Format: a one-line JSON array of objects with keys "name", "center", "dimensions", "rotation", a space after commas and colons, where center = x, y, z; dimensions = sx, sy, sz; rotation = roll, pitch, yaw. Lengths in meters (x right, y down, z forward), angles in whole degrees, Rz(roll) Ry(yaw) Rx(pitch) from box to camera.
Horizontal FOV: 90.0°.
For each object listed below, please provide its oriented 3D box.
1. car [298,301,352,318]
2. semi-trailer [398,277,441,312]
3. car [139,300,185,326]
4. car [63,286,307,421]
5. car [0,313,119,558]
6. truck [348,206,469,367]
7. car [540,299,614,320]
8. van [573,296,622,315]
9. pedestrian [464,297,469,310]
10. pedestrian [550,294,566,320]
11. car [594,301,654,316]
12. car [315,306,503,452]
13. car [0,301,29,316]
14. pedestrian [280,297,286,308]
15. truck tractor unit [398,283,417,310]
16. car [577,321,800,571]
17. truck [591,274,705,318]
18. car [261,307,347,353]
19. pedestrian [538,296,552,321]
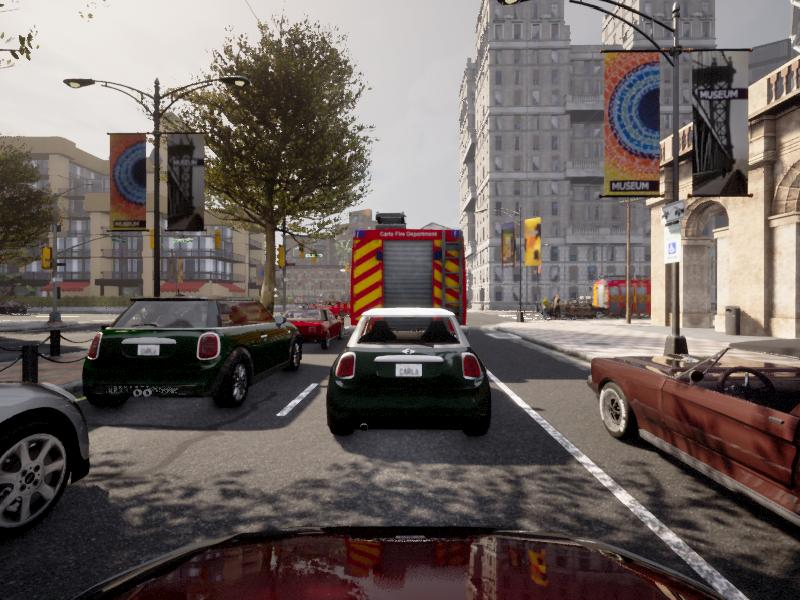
[{"name": "car", "center": [-6.857, 0.828, 36.599], "dimensions": [4.514, 1.525, 2.007], "rotation": [0, 0, -28]}, {"name": "semi-trailer", "center": [2.403, -0.618, 57.545], "dimensions": [2.717, 4.402, 14.254], "rotation": [0, 0, -12]}, {"name": "car", "center": [-16.552, 0.825, 27.714], "dimensions": [2.038, 1.542, 4.974], "rotation": [-1, 1, -39]}, {"name": "car", "center": [-3.355, 0.694, 7.527], "dimensions": [2.097, 1.767, 4.553], "rotation": [0, 0, 1]}, {"name": "car", "center": [-3.473, 0.853, 1.600], "dimensions": [1.970, 1.475, 3.806], "rotation": [0, 0, 1]}, {"name": "truck", "center": [0.274, -0.321, 13.781], "dimensions": [2.891, 3.827, 8.468], "rotation": [0, 0, 1]}, {"name": "car", "center": [14.454, 0.771, 32.839], "dimensions": [5.238, 1.638, 1.930], "rotation": [0, 0, 1]}, {"name": "van", "center": [21.300, 0.599, 43.240], "dimensions": [4.442, 1.987, 1.775], "rotation": [0, 0, 1]}, {"name": "pedestrian", "center": [9.974, 0.485, 59.854], "dimensions": [0.751, 1.860, 0.751], "rotation": [0, 0, 12]}, {"name": "pedestrian", "center": [11.063, 0.485, 28.083], "dimensions": [0.751, 1.860, 0.751], "rotation": [0, 0, -14]}, {"name": "car", "center": [22.181, 0.844, 39.726], "dimensions": [4.892, 1.490, 1.837], "rotation": [0, 0, 1]}, {"name": "car", "center": [0.119, 0.853, 6.110], "dimensions": [1.970, 1.475, 3.806], "rotation": [0, 0, 1]}, {"name": "car", "center": [-40.311, 0.826, 40.611], "dimensions": [3.633, 1.501, 1.845], "rotation": [0, 0, 1]}, {"name": "pedestrian", "center": [-20.848, 0.485, 71.158], "dimensions": [0.751, 1.860, 0.751], "rotation": [0, 0, 2]}, {"name": "truck tractor unit", "center": [1.260, -0.516, 65.335], "dimensions": [3.053, 4.208, 6.516], "rotation": [0, 0, 2]}, {"name": "car", "center": [3.308, 0.938, 3.058], "dimensions": [1.895, 1.301, 4.718], "rotation": [0, 0, 1]}, {"name": "truck", "center": [22.267, -0.321, 36.227], "dimensions": [8.468, 3.827, 2.891], "rotation": [0, 0, 1]}, {"name": "car", "center": [-3.218, 0.944, 14.445], "dimensions": [1.895, 1.301, 4.718], "rotation": [0, 0, 1]}, {"name": "pedestrian", "center": [10.979, 0.637, 30.254], "dimensions": [0.751, 1.860, 0.751], "rotation": [0, 0, -6]}]
